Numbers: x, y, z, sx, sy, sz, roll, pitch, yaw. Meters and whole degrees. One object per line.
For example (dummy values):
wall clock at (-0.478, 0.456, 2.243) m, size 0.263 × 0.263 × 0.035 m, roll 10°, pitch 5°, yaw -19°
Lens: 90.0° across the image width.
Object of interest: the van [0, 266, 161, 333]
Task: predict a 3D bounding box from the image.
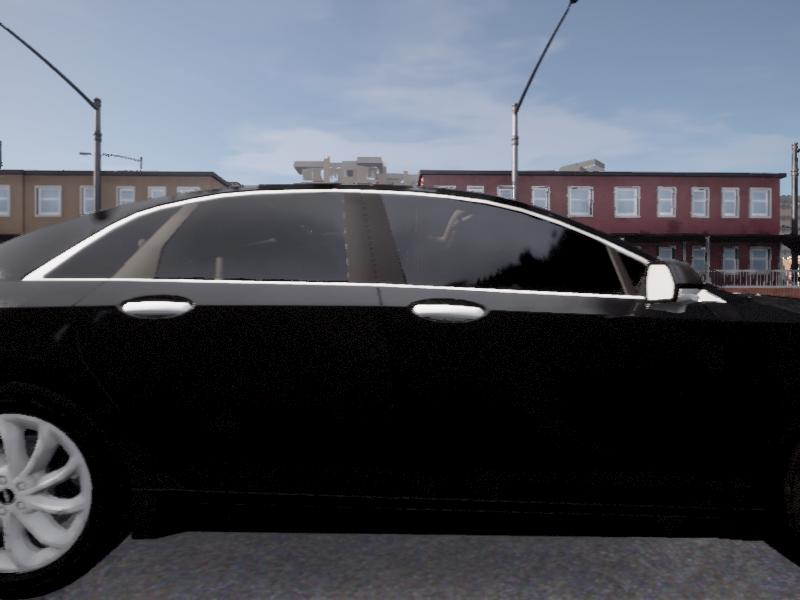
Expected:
van at (-10.340, -0.022, 12.730) m, size 4.442 × 1.987 × 1.775 m, roll 0°, pitch 0°, yaw 0°

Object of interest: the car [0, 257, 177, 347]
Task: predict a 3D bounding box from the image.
car at (-7.986, 0.039, 9.229) m, size 4.605 × 1.855 × 1.932 m, roll 0°, pitch 0°, yaw 0°

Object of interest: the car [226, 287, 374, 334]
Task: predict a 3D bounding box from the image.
car at (-3.011, 0.301, 12.705) m, size 4.181 × 1.385 × 1.994 m, roll 0°, pitch 0°, yaw 1°

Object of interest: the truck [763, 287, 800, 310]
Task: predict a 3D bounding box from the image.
truck at (44.721, -0.170, 45.368) m, size 2.627 × 2.467 × 5.204 m, roll 0°, pitch 1°, yaw 7°

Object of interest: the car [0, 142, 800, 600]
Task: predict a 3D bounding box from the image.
car at (0.114, 0.244, 2.201) m, size 4.892 × 1.490 × 1.837 m, roll 0°, pitch 0°, yaw 0°
